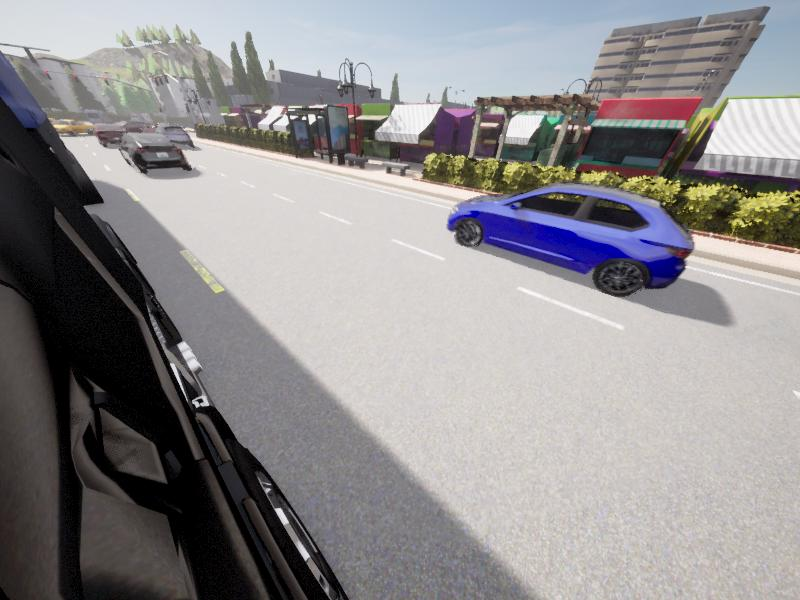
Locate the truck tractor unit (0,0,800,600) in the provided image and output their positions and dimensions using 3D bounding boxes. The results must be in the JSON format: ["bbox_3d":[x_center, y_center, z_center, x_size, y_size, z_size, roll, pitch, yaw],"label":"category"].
[{"bbox_3d":[-2.645,-0.295,0.351,6.516,4.208,3.053,28,44,30],"label":"truck tractor unit"}]

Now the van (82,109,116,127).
[{"bbox_3d":[-59.551,-36.072,45.892,1.988,2.561,5.915,-18,42,-25],"label":"van"}]

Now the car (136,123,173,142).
[{"bbox_3d":[-25.603,-17.495,24.110,3.633,1.501,1.845,31,45,33],"label":"car"}]

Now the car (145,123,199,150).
[{"bbox_3d":[-19.926,-14.340,20.173,4.856,1.649,2.033,29,44,31],"label":"car"}]

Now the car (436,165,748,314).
[{"bbox_3d":[3.098,-1.638,4.797,4.193,1.474,1.816,29,44,30],"label":"car"}]

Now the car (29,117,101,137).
[{"bbox_3d":[-36.426,-19.005,25.397,1.801,1.575,5.366,-10,39,-16],"label":"car"}]

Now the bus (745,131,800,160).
[{"bbox_3d":[73.931,-30.231,45.054,3.944,4.253,10.273,28,44,30],"label":"bus"}]

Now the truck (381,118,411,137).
[{"bbox_3d":[-1.091,-46.416,62.373,2.891,3.827,8.468,30,44,31],"label":"truck"}]

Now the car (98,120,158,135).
[{"bbox_3d":[-37.277,-23.801,31.832,2.163,1.488,4.792,12,38,12],"label":"car"}]

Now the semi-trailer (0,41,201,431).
[{"bbox_3d":[-8.682,-3.619,4.239,14.254,4.402,2.717,28,44,30],"label":"semi-trailer"}]

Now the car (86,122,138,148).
[{"bbox_3d":[-24.004,-13.767,19.227,5.008,1.535,1.882,29,44,30],"label":"car"}]

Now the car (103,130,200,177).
[{"bbox_3d":[-12.464,-7.450,11.568,4.792,1.488,2.163,28,44,30],"label":"car"}]

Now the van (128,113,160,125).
[{"bbox_3d":[-70.569,-49.924,63.815,2.351,2.431,6.366,-3,37,-8],"label":"van"}]

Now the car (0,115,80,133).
[{"bbox_3d":[-44.097,-21.635,28.425,1.801,1.575,5.366,30,45,31],"label":"car"}]
